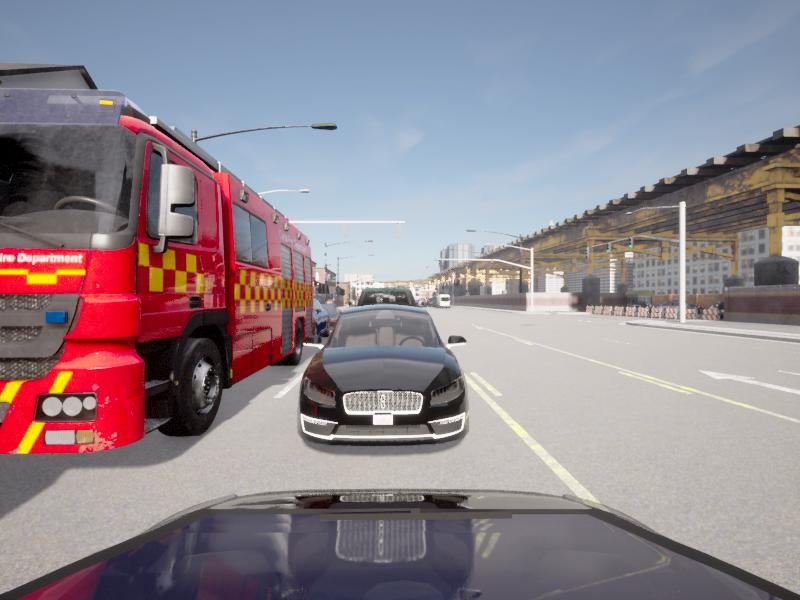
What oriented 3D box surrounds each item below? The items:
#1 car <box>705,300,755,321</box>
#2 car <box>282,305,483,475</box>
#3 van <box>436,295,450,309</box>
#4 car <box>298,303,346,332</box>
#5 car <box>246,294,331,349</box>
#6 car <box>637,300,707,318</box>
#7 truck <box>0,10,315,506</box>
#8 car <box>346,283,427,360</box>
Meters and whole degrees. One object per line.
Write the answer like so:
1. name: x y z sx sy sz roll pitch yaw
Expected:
1. car: 26.240 0.796 32.028 2.038 1.542 4.974 0 0 27
2. car: -0.220 0.845 6.104 1.837 1.490 4.892 0 0 -2
3. van: 8.160 0.301 76.300 1.988 2.561 5.915 0 0 -2
4. car: -4.249 0.897 22.559 2.033 1.411 5.357 0 0 -4
5. car: -3.999 0.694 15.235 2.097 1.767 4.553 0 0 -2
6. car: 25.288 0.796 37.368 2.038 1.542 4.974 0 0 -38
7. truck: -3.763 -0.320 7.296 2.891 3.827 8.468 0 0 -2
8. car: -0.444 0.568 13.466 2.150 2.045 5.566 0 0 -2
